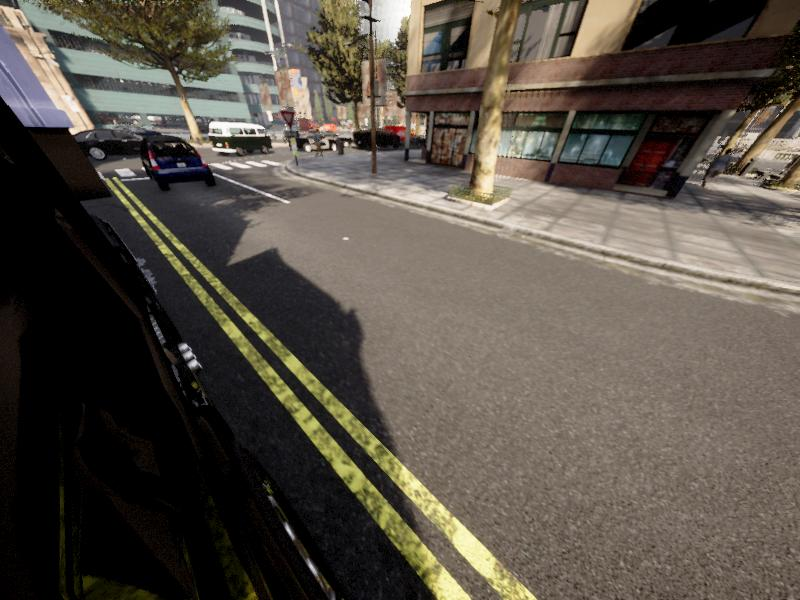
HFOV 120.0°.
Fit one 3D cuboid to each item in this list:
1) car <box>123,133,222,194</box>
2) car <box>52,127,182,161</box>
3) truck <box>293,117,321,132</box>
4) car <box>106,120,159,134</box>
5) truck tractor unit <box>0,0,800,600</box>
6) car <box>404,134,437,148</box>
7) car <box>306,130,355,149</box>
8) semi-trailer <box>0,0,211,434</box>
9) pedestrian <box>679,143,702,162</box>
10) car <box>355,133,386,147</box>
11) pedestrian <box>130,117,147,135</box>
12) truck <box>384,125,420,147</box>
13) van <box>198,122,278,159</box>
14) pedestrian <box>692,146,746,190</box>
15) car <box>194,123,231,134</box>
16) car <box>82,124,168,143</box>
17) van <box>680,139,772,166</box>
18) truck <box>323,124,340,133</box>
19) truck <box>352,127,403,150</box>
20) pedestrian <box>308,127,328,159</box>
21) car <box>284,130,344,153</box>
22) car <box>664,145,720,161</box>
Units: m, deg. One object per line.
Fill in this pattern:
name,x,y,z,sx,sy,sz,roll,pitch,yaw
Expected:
car,-9.186,-5.633,9.317,3.988,1.617,1.851,31,45,33
car,-17.499,-9.890,14.630,1.837,1.490,4.892,29,44,31
truck,-32.277,-60.774,80.213,8.468,3.827,2.891,12,38,12
car,-40.317,-26.139,34.945,2.161,1.482,4.786,29,44,31
truck tractor unit,-2.645,-0.295,0.351,6.516,4.208,3.053,28,44,30
car,3.076,-23.260,33.859,2.128,1.511,4.902,29,44,31
car,-8.162,-19.173,27.565,1.930,1.638,5.238,29,44,31
semi-trailer,-9.312,-3.087,3.524,14.254,4.402,2.717,20,40,22
pedestrian,35.194,-17.896,28.017,0.751,1.860,0.751,21,40,23
car,-4.001,-21.810,31.504,1.970,1.475,3.806,29,44,31
pedestrian,-35.711,-23.720,31.517,0.751,1.860,0.751,28,44,30
truck,0.315,-25.002,35.229,2.627,2.467,5.204,29,44,31
van,-12.191,-12.444,17.931,2.069,2.038,4.480,12,38,12
pedestrian,16.598,-6.915,12.109,0.751,1.860,0.751,28,44,30
car,-35.770,-32.856,44.192,2.128,1.511,4.902,29,44,31
car,-27.600,-16.843,23.448,2.033,1.411,5.357,29,44,31
van,42.707,-19.605,30.598,2.351,2.431,6.366,-14,40,-23
truck,-24.058,-60.185,81.063,5.204,2.467,2.627,21,40,23
truck,-2.610,-19.796,28.358,2.390,2.098,6.274,29,44,31
pedestrian,-5.826,-11.182,16.477,0.751,1.860,0.751,-29,47,-35
car,-8.407,-15.853,23.083,1.930,1.638,5.238,29,44,31
car,44.261,-22.496,35.255,5.027,1.651,2.152,29,44,31
